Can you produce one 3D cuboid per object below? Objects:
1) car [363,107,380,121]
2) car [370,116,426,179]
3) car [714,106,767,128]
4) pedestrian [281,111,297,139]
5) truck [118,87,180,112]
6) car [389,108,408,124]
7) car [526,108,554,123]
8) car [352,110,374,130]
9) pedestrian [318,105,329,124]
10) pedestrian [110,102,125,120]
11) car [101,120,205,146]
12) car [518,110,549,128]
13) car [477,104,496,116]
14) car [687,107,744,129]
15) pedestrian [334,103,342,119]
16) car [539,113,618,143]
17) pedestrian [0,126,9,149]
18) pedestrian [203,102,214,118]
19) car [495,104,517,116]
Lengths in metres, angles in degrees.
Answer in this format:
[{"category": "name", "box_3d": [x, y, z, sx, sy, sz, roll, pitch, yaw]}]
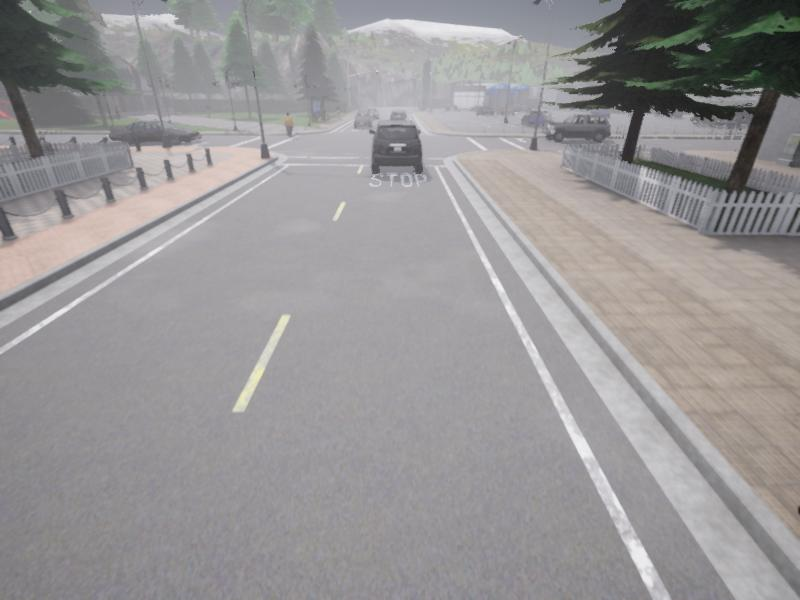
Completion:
[{"category": "car", "box_3d": [-3.688, -24.709, 53.068, 1.970, 1.475, 3.806, 0, 27, 0]}, {"category": "car", "box_3d": [-0.214, -7.100, 18.215, 2.150, 2.045, 5.566, -1, 28, -3]}, {"category": "car", "box_3d": [35.310, -19.057, 41.663, 1.905, 1.878, 3.866, 0, 27, 0]}, {"category": "pedestrian", "box_3d": [-8.237, -12.995, 29.715, 0.751, 1.860, 0.751, -1, 27, -3]}, {"category": "truck", "box_3d": [-44.469, -35.707, 71.332, 8.468, 3.827, 2.891, -11, 29, -21]}, {"category": "car", "box_3d": [-0.158, -22.321, 48.464, 2.163, 1.488, 4.792, 0, 27, 0]}, {"category": "car", "box_3d": [16.843, -22.205, 48.206, 1.970, 1.475, 3.806, 0, 27, 0]}, {"category": "car", "box_3d": [-3.630, -17.874, 39.678, 1.789, 1.549, 3.705, 0, 27, 0]}, {"category": "pedestrian", "box_3d": [-8.075, -19.587, 42.228, 0.751, 1.860, 0.751, 5, 28, 9]}, {"category": "pedestrian", "box_3d": [-33.013, -22.059, 46.689, 0.751, 1.860, 0.751, 18, 32, 30]}, {"category": "car", "box_3d": [-16.084, -11.015, 26.292, 5.357, 1.411, 2.033, 1, 27, 0]}, {"category": "car", "box_3d": [13.818, -18.849, 41.607, 1.845, 1.501, 3.633, 0, 27, 0]}, {"category": "car", "box_3d": [13.967, -30.773, 64.750, 2.007, 1.523, 4.514, 0, 27, 0]}, {"category": "car", "box_3d": [32.402, -18.875, 41.313, 1.932, 1.855, 4.605, 0, 27, 0]}, {"category": "pedestrian", "box_3d": [-7.799, -23.808, 50.451, 0.751, 1.860, 0.751, -5, 28, -11]}, {"category": "car", "box_3d": [12.922, -12.580, 29.214, 4.605, 1.855, 1.932, 0, 27, 0]}, {"category": "pedestrian", "box_3d": [-22.598, -9.322, 22.008, 0.751, 1.860, 0.751, 7, 28, 12]}, {"category": "pedestrian", "box_3d": [-24.931, -24.758, 52.061, 0.751, 1.860, 0.751, -20, 33, -34]}, {"category": "car", "box_3d": [17.104, -30.779, 64.784, 2.152, 1.636, 5.027, 0, 27, 0]}]
